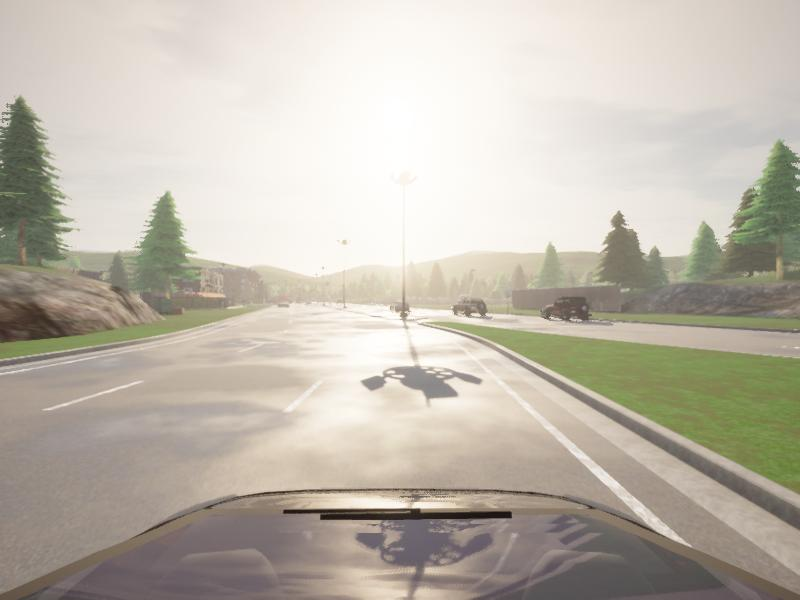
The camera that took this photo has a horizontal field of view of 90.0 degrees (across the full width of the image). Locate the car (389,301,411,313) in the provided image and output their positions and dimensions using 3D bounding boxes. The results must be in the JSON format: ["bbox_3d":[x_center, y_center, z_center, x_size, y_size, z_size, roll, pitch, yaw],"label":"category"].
[{"bbox_3d":[-0.071,0.871,50.764,1.816,1.474,4.193,0,0,-15],"label":"car"}]

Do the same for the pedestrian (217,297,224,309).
[{"bbox_3d":[-27.675,0.502,61.697,0.751,1.860,0.751,0,0,17],"label":"pedestrian"}]

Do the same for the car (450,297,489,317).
[{"bbox_3d":[6.696,0.666,39.000,1.932,1.855,4.605,0,0,-15],"label":"car"}]

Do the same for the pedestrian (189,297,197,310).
[{"bbox_3d":[-30.031,0.501,57.955,0.751,1.860,0.751,0,0,34],"label":"pedestrian"}]

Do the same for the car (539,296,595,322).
[{"bbox_3d":[12.653,0.657,30.570,1.905,1.878,3.866,0,0,-16],"label":"car"}]
